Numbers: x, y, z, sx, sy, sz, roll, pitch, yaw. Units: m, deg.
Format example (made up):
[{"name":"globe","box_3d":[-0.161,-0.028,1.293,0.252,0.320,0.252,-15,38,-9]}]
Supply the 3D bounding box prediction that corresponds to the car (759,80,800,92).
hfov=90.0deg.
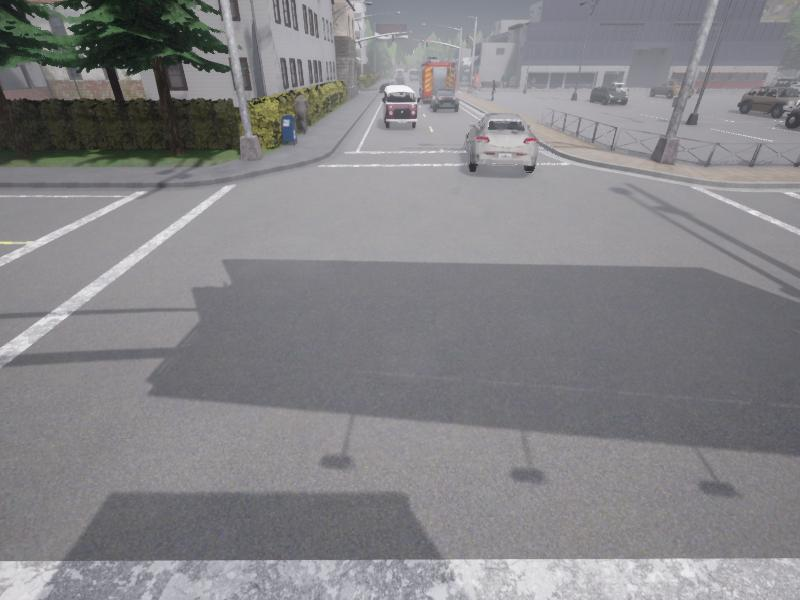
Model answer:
[{"name":"car","box_3d":[55.228,-31.062,58.101,4.193,1.474,1.816,0,30,0]}]

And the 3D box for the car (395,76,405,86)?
[{"name":"car","box_3d":[0.003,-40.262,73.482,1.837,1.490,4.892,0,30,0]}]

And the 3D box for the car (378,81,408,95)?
[{"name":"car","box_3d":[-0.925,-26.728,50.454,1.994,1.385,4.181,-14,33,-23]}]

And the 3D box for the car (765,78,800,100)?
[{"name":"car","box_3d":[41.774,-22.501,42.610,1.905,1.878,3.866,0,30,0]}]

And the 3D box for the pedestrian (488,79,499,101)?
[{"name":"pedestrian","box_3d":[9.007,-20.284,38.669,0.751,1.860,0.751,4,31,7]}]

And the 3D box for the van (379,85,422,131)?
[{"name":"van","box_3d":[-0.055,-11.213,23.200,2.069,2.038,4.480,-2,30,-4]}]

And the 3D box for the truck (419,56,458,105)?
[{"name":"truck","box_3d":[3.503,-21.376,38.835,2.891,3.827,8.468,0,30,0]}]

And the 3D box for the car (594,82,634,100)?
[{"name":"car","box_3d":[22.563,-22.178,42.366,1.970,1.475,3.806,0,30,0]}]

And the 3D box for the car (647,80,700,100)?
[{"name":"car","box_3d":[28.980,-22.418,42.620,2.152,1.636,5.027,0,30,0]}]

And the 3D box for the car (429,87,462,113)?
[{"name":"car","box_3d":[3.495,-15.889,31.712,2.038,1.542,4.974,0,30,0]}]

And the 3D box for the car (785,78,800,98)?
[{"name":"car","box_3d":[44.679,-22.695,42.983,1.932,1.855,4.605,0,30,0]}]

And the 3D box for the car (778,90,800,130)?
[{"name":"car","box_3d":[22.619,-9.743,20.761,1.905,1.878,3.866,0,30,0]}]

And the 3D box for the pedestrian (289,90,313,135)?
[{"name":"pedestrian","box_3d":[-4.786,-9.090,19.392,0.751,1.860,0.751,-12,32,-20]}]

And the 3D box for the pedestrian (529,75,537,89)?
[{"name":"pedestrian","box_3d":[20.678,-33.787,62.038,0.751,1.860,0.751,1,30,1]}]

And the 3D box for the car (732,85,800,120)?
[{"name":"car","box_3d":[25.886,-13.697,27.573,1.932,1.855,4.605,0,30,0]}]

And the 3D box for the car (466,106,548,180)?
[{"name":"car","box_3d":[3.549,-5.774,14.295,2.152,1.651,5.027,4,30,6]}]

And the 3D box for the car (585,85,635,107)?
[{"name":"car","box_3d":[18.919,-18.562,36.304,2.007,1.523,4.514,0,30,0]}]
